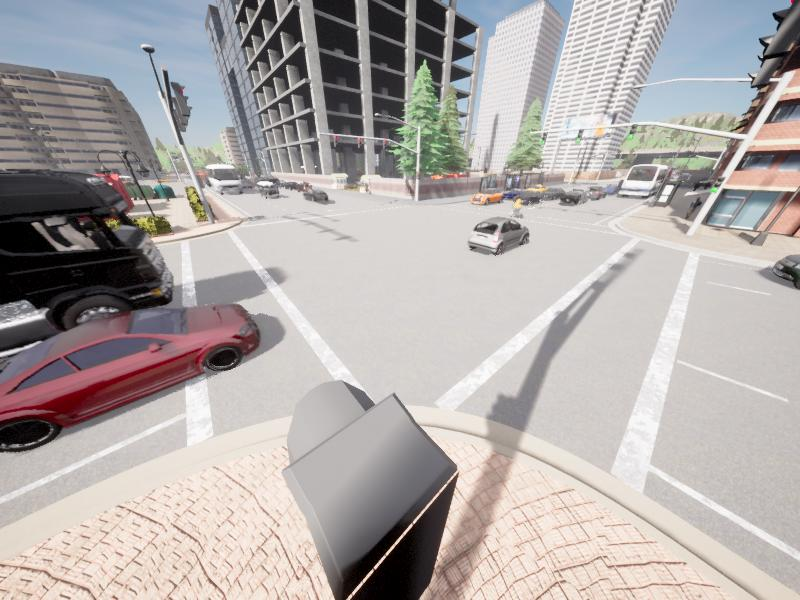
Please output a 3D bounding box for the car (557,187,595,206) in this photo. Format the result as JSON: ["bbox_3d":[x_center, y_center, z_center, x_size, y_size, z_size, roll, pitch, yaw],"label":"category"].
[{"bbox_3d":[21.774,-12.790,28.518,5.238,1.638,1.930,-23,37,-33],"label":"car"}]

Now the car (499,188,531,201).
[{"bbox_3d":[16.067,-14.798,32.341,4.718,1.301,1.895,-23,37,-34],"label":"car"}]

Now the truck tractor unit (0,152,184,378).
[{"bbox_3d":[-9.802,-0.668,4.937,6.516,4.208,3.053,-23,37,-33],"label":"truck tractor unit"}]

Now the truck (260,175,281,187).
[{"bbox_3d":[-30.214,-27.803,53.953,2.390,2.098,6.274,-23,37,-34],"label":"truck"}]

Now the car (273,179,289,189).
[{"bbox_3d":[-25.198,-24.615,48.975,1.789,1.549,3.705,-23,37,-34],"label":"car"}]

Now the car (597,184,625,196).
[{"bbox_3d":[34.517,-17.992,37.775,5.357,1.411,2.033,-23,37,-34],"label":"car"}]

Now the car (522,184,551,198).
[{"bbox_3d":[21.383,-17.125,36.130,5.008,1.535,1.882,-23,37,-34],"label":"car"}]

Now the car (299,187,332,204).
[{"bbox_3d":[-10.935,-13.461,29.696,2.128,1.511,4.902,-23,37,-34],"label":"car"}]

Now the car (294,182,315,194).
[{"bbox_3d":[-16.556,-19.550,40.149,1.851,1.617,3.988,-23,37,-34],"label":"car"}]

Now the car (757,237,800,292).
[{"bbox_3d":[16.218,-0.903,7.905,3.705,1.549,1.789,21,36,32],"label":"car"}]

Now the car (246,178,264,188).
[{"bbox_3d":[-32.368,-26.160,51.584,2.152,1.651,5.027,-23,37,-34],"label":"car"}]

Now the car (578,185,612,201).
[{"bbox_3d":[27.539,-15.196,32.655,4.611,1.667,2.242,-23,37,-34],"label":"car"}]

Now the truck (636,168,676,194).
[{"bbox_3d":[46.386,-21.725,41.811,8.468,3.827,2.891,-23,37,-34],"label":"truck"}]

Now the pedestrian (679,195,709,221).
[{"bbox_3d":[23.631,-7.396,18.603,0.751,1.860,0.751,-21,36,-31],"label":"pedestrian"}]

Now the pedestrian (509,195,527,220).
[{"bbox_3d":[10.168,-8.035,19.982,0.751,1.860,0.751,-23,37,-34],"label":"pedestrian"}]

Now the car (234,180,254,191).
[{"bbox_3d":[-30.330,-22.259,44.826,2.152,1.651,5.027,-23,37,-34],"label":"car"}]

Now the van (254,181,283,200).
[{"bbox_3d":[-18.759,-15.627,32.919,2.069,2.038,4.480,-23,37,-34],"label":"van"}]

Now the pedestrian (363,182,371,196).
[{"bbox_3d":[-4.901,-16.532,34.317,0.751,1.860,0.751,27,39,38],"label":"pedestrian"}]

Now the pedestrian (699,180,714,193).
[{"bbox_3d":[50.818,-18.774,38.309,0.751,1.860,0.751,-21,36,-32],"label":"pedestrian"}]

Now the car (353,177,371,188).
[{"bbox_3d":[-8.128,-24.929,48.916,1.905,1.878,3.866,-23,37,-34],"label":"car"}]

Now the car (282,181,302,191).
[{"bbox_3d":[-20.828,-22.030,44.514,1.882,1.535,5.008,-23,37,-34],"label":"car"}]

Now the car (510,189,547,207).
[{"bbox_3d":[15.622,-12.414,28.014,4.892,1.490,1.837,-23,37,-34],"label":"car"}]

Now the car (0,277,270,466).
[{"bbox_3d":[-5.462,1.019,4.871,4.181,1.385,1.994,-23,37,-34],"label":"car"}]

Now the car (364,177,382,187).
[{"bbox_3d":[-5.875,-25.875,50.553,1.905,1.878,3.866,-23,37,-34],"label":"car"}]

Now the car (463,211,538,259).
[{"bbox_3d":[5.619,-3.743,12.829,3.988,1.617,1.851,-23,37,-34],"label":"car"}]

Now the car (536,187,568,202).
[{"bbox_3d":[21.150,-14.728,32.022,4.892,1.490,1.837,-23,37,-34],"label":"car"}]

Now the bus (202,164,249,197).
[{"bbox_3d":[-29.153,-20.091,38.444,3.944,4.253,10.273,-23,37,-34],"label":"bus"}]

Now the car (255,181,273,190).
[{"bbox_3d":[-27.697,-23.301,46.885,1.994,1.385,4.181,-23,37,-34],"label":"car"}]

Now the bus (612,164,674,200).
[{"bbox_3d":[36.860,-18.008,34.945,10.273,4.253,3.944,-23,37,-34],"label":"bus"}]

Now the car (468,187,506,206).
[{"bbox_3d":[10.696,-12.768,28.325,4.553,1.767,2.097,-23,37,-34],"label":"car"}]

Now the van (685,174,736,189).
[{"bbox_3d":[65.617,-25.166,49.013,1.988,2.561,5.915,-22,37,-34],"label":"van"}]
